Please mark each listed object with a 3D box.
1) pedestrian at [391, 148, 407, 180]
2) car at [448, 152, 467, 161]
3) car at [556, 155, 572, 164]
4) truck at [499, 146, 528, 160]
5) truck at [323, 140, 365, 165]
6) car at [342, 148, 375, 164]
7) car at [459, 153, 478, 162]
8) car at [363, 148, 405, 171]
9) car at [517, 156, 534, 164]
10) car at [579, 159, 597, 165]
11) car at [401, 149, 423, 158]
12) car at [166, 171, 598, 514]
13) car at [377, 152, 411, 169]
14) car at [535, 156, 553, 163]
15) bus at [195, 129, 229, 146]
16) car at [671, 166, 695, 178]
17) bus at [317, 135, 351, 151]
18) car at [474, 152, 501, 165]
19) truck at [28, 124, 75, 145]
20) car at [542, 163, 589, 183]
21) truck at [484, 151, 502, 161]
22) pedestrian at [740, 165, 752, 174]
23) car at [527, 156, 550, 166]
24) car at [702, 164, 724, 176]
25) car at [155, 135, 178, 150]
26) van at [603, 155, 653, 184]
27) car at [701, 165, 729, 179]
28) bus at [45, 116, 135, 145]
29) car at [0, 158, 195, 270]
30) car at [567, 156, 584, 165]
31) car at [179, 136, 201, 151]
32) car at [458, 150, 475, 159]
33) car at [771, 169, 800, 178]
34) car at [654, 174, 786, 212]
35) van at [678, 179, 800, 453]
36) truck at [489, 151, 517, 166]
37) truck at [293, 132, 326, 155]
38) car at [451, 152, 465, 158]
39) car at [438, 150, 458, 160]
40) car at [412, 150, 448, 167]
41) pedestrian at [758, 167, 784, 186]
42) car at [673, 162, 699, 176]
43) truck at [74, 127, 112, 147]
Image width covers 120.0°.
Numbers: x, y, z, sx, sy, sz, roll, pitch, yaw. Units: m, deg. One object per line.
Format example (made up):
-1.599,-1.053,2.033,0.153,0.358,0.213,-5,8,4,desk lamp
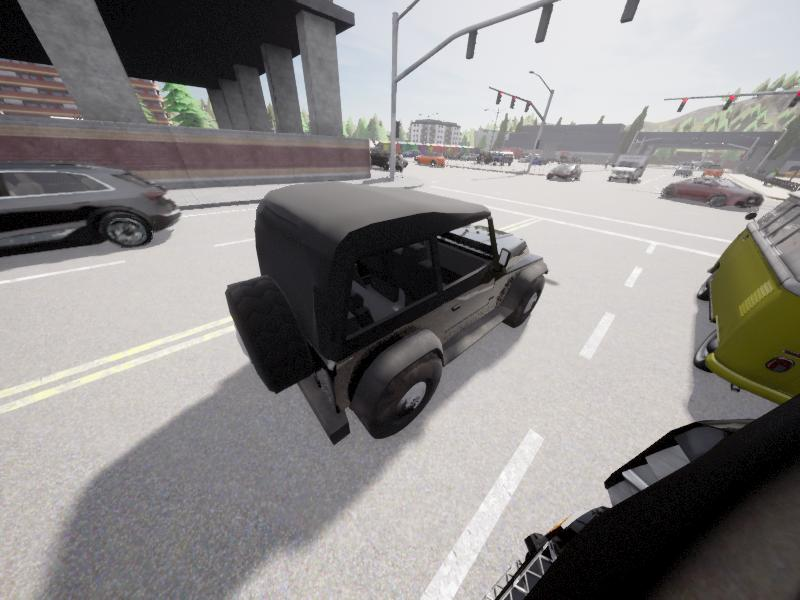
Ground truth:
-0.078,-9.681,16.463,0.751,1.860,0.751,24,39,28,pedestrian
12.893,-32.166,51.779,3.905,1.438,1.784,-24,42,-35,car
44.858,-38.373,63.167,3.866,1.878,1.905,-24,42,-35,car
41.500,-53.780,84.635,2.891,3.827,8.468,-23,41,-33,truck
-7.121,-18.776,29.361,2.627,2.467,5.204,-25,42,-35,truck
-5.930,-20.550,32.873,1.930,1.638,5.238,-25,42,-35,car
14.798,-30.869,50.026,3.806,1.475,1.970,-24,42,-35,car
-1.823,-15.036,24.667,1.932,1.855,4.605,-25,42,-35,car
29.943,-33.449,55.056,3.806,1.475,1.970,-24,42,-35,car
57.014,-41.902,70.118,1.970,1.475,3.806,-24,42,-34,car
2.697,-33.644,53.164,4.611,1.667,2.242,-24,42,-35,car
0.274,-0.351,2.783,3.866,1.878,1.905,-24,42,-35,car
-0.823,-17.122,28.246,1.816,1.474,4.193,-25,42,-35,car
38.221,-37.191,61.306,5.357,1.415,2.033,-24,42,-35,car
-64.554,-55.888,79.321,10.273,4.253,3.944,20,37,24,bus
47.210,-21.433,38.536,5.357,1.411,2.033,-25,42,-35,car
-22.995,-55.054,81.301,10.273,4.253,3.944,-24,42,-34,bus
15.572,-25.152,41.033,4.605,1.855,1.932,-24,42,-35,car
-54.984,-26.148,36.669,2.615,2.467,5.204,-24,42,-35,truck
16.567,-12.769,23.039,4.792,1.488,2.163,-24,42,-35,car
24.215,-37.527,60.158,4.478,2.038,2.069,-24,42,-35,truck
87.448,-32.861,58.325,0.751,1.860,0.751,-15,37,-24,pedestrian
28.816,-28.863,47.931,4.611,1.667,2.242,-24,42,-35,car
63.710,-26.557,47.071,3.866,1.878,1.905,-24,42,-35,car
-37.486,-25.265,37.129,1.905,1.878,3.866,-24,42,-35,car
24.897,-14.304,25.179,6.366,2.431,2.351,-25,43,-35,van
53.149,-21.730,39.076,4.553,1.767,2.097,-24,42,-35,car
-65.293,-36.016,49.427,10.273,4.253,3.944,-24,42,-34,bus
-7.645,-1.812,4.626,4.856,1.649,2.033,-24,42,-35,car
46.724,-37.087,61.365,4.605,1.855,1.932,-24,42,-35,car
-35.279,-26.261,38.797,1.905,1.878,3.866,-24,42,-35,car
18.756,-41.034,65.201,4.605,1.855,1.932,-24,42,-35,car
90.187,-28.824,52.780,1.801,1.575,5.366,-24,42,-35,car
18.694,-6.544,13.922,1.994,1.385,4.181,0,34,-5,car
5.427,-0.148,2.780,4.442,1.987,1.775,-24,42,-35,van
17.535,-23.984,39.250,4.478,2.038,2.069,-24,42,-35,truck
-19.120,-33.074,48.773,2.891,3.827,8.468,-25,42,-35,truck
16.888,-42.151,67.125,3.905,1.438,1.784,-24,42,-35,car
11.097,-33.501,53.274,4.605,1.855,1.932,-24,42,-35,car
4.158,-19.876,32.479,2.097,1.767,4.553,-25,43,-35,car
42.583,-14.197,26.544,0.751,1.860,0.751,-25,42,-35,pedestrian
52.889,-24.290,42.687,5.566,2.045,2.150,-24,42,-35,car
-51.748,-27.609,39.115,2.615,2.467,5.204,-24,42,-35,truck
